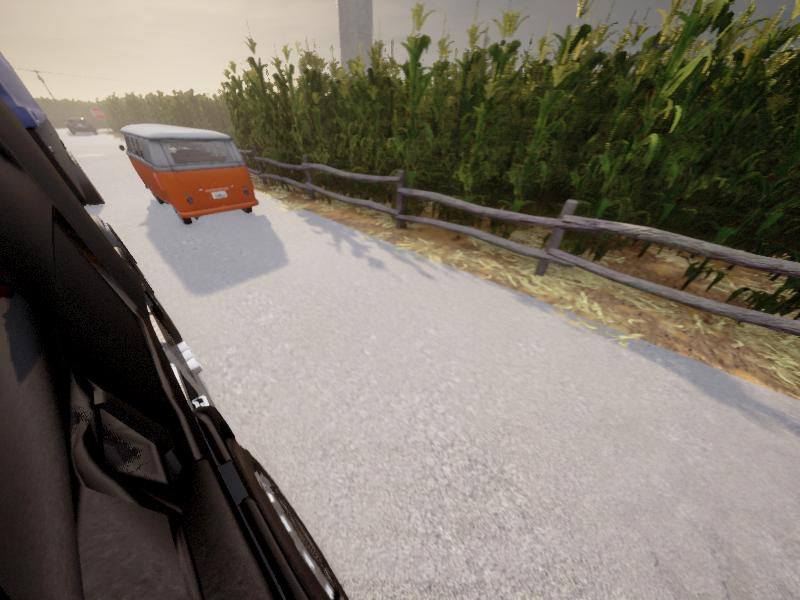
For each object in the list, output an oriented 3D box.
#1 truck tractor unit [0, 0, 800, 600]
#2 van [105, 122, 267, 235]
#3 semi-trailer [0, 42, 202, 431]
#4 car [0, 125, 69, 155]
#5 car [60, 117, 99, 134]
[{"bbox_3d":[-2.645,-0.295,0.351,6.516,4.208,3.053,28,44,30],"label":"truck tractor unit"},{"bbox_3d":[-5.959,-3.615,6.444,4.442,1.987,1.775,28,44,30],"label":"van"},{"bbox_3d":[-8.690,-3.607,4.241,14.254,4.402,2.717,28,44,30],"label":"semi-trailer"},{"bbox_3d":[-24.281,-10.753,15.440,4.718,1.301,1.895,27,43,29],"label":"car"},{"bbox_3d":[-40.580,-22.083,29.251,4.611,1.667,2.242,27,43,30],"label":"car"}]
